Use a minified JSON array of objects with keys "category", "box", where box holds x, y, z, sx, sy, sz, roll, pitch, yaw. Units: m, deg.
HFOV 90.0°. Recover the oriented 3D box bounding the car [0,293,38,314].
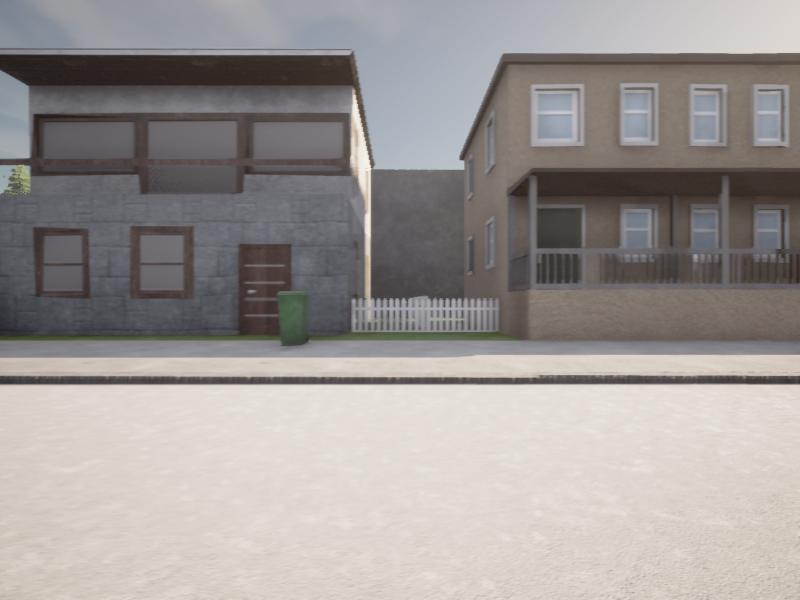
[{"category":"car","box":[-29.154,0.253,28.750,1.837,1.490,4.892,0,0,0]}]
